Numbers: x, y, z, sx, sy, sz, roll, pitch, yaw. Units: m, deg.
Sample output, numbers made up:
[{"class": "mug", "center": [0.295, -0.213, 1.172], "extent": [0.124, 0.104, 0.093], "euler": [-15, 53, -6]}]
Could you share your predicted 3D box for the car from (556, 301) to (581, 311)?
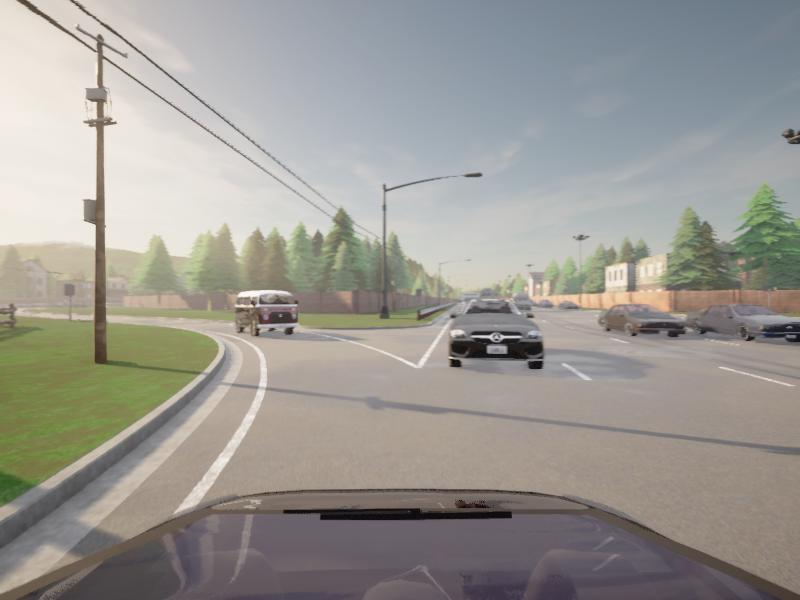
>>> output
[{"class": "car", "center": [24.332, 0.878, 58.030], "extent": [2.033, 1.411, 5.357], "euler": [0, 0, 8]}]

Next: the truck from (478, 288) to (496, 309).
[{"class": "truck", "center": [16.920, -0.317, 78.310], "extent": [2.891, 3.827, 8.468], "euler": [0, 0, 9]}]

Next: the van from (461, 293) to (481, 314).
[{"class": "van", "center": [8.815, 0.387, 50.143], "extent": [2.351, 2.431, 6.366], "euler": [0, 0, 9]}]

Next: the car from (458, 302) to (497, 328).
[{"class": "car", "center": [4.733, 0.855, 24.949], "extent": [2.163, 1.488, 4.792], "euler": [0, 0, 9]}]

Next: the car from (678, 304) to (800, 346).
[{"class": "car", "center": [14.002, 0.877, 16.506], "extent": [2.033, 1.411, 5.357], "euler": [0, 0, 9]}]

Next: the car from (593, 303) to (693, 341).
[{"class": "car", "center": [10.744, 0.883, 18.284], "extent": [2.033, 1.411, 5.357], "euler": [0, 0, 9]}]

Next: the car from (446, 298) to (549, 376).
[{"class": "car", "center": [2.485, 0.783, 11.070], "extent": [2.152, 1.651, 5.027], "euler": [0, 0, 9]}]

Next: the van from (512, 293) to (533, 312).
[{"class": "van", "center": [16.658, 0.318, 54.792], "extent": [1.988, 2.561, 5.915], "euler": [0, 0, 9]}]

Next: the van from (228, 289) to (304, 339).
[{"class": "van", "center": [-6.308, 0.601, 18.523], "extent": [2.069, 2.038, 4.480], "euler": [0, -1, -36]}]
